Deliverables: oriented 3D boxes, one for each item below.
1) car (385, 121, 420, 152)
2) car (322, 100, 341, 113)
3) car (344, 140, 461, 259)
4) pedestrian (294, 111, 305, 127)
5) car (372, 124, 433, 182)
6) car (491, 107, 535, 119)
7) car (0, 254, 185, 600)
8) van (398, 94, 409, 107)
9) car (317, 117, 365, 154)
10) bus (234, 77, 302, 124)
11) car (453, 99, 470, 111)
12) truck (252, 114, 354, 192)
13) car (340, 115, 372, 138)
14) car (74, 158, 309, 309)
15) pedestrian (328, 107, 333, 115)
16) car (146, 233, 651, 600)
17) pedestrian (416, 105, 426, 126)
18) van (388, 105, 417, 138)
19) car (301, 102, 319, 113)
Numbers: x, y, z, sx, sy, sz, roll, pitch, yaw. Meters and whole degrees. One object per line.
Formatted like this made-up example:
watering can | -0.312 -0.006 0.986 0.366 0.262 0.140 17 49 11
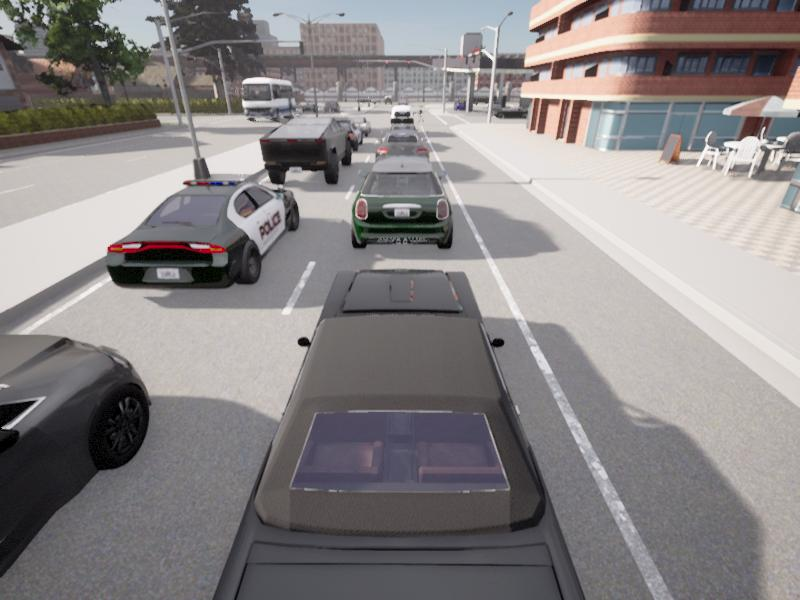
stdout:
car | 0.173 -9.869 24.007 1.895 1.301 4.718 0 28 0
car | -10.993 -31.283 64.567 2.097 1.767 4.553 0 28 0
car | 0.055 -2.652 9.619 2.097 1.767 4.553 0 28 0
pedestrian | -9.572 -17.283 38.177 0.751 1.300 0.751 2 28 4
car | 0.111 -6.276 16.759 2.152 1.651 5.027 0 28 0
car | 13.810 -22.950 49.107 4.718 1.301 1.895 0 28 0
car | -3.507 1.385 2.006 2.242 1.667 4.611 0 28 0
van | 0.731 -45.661 91.454 2.351 2.431 6.366 0 28 0
car | -3.328 -9.807 23.632 2.038 1.542 4.974 0 27 0
bus | -14.526 -22.642 45.328 3.944 4.253 10.273 0 27 0
car | 10.237 -32.554 66.876 2.242 1.667 4.611 0 28 1
truck | -3.394 -5.994 15.704 2.390 2.098 6.274 0 28 0
car | -3.272 -13.381 30.747 1.895 1.301 4.718 0 28 0
car | -3.458 -1.699 8.075 2.038 1.542 4.974 0 27 0
pedestrian | -9.758 -26.438 55.964 0.500 1.100 0.500 3 28 5
car | 0.007 0.757 3.617 1.895 1.301 4.718 0 28 0
pedestrian | 2.028 -17.688 38.347 0.751 1.860 0.751 6 28 10
van | 0.183 -13.757 30.662 2.069 2.038 4.480 0 28 0
car | -14.494 -31.065 64.580 1.994 1.385 4.181 0 28 0
